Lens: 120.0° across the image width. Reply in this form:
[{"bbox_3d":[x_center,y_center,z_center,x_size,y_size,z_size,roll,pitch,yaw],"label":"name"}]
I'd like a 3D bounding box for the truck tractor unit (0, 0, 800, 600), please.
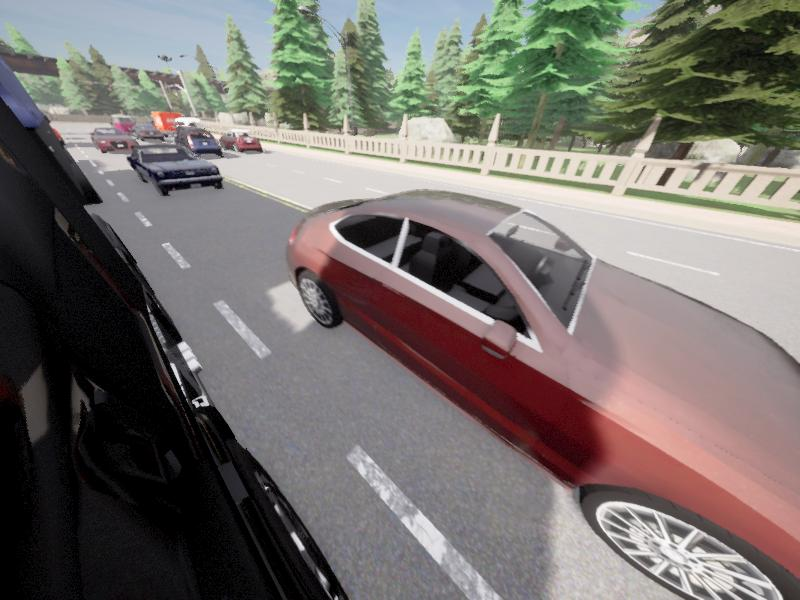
[{"bbox_3d":[-2.645,-0.295,0.351,6.516,4.208,3.053,28,44,30],"label":"truck tractor unit"}]

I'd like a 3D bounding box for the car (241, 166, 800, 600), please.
[{"bbox_3d":[0.795,-0.131,2.518,5.027,1.651,2.152,28,44,30],"label":"car"}]

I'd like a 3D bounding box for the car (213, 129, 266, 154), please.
[{"bbox_3d":[-13.097,-13.001,18.887,3.806,1.475,1.970,28,44,30],"label":"car"}]

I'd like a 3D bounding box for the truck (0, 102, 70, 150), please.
[{"bbox_3d":[-26.430,-12.294,16.299,5.204,2.467,2.627,28,44,30],"label":"truck"}]

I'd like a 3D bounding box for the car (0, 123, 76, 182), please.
[{"bbox_3d":[-16.236,-6.504,9.918,5.238,1.638,1.930,28,44,30],"label":"car"}]

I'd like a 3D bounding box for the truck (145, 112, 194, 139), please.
[{"bbox_3d":[-28.596,-21.699,28.664,5.204,2.467,2.627,28,44,30],"label":"truck"}]

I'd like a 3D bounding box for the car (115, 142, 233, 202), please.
[{"bbox_3d":[-8.529,-4.985,8.665,4.718,1.301,1.895,28,44,30],"label":"car"}]

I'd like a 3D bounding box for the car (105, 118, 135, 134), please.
[{"bbox_3d":[-38.095,-23.656,31.438,3.705,1.549,1.789,28,44,30],"label":"car"}]

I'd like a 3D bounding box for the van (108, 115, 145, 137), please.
[{"bbox_3d":[-33.677,-21.469,28.445,4.442,1.987,1.775,28,44,30],"label":"van"}]

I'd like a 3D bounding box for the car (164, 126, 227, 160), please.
[{"bbox_3d":[-13.911,-10.741,15.724,3.988,1.617,1.851,28,44,30],"label":"car"}]

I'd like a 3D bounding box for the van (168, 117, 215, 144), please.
[{"bbox_3d":[-22.230,-18.114,24.651,4.480,2.038,2.069,28,44,30],"label":"van"}]

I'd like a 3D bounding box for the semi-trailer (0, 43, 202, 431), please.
[{"bbox_3d":[-8.702,-3.605,4.220,14.254,4.402,2.717,28,44,30],"label":"semi-trailer"}]

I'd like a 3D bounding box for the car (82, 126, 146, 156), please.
[{"bbox_3d":[-19.622,-10.950,15.846,4.181,1.385,1.994,28,44,30],"label":"car"}]

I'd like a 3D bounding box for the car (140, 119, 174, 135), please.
[{"bbox_3d":[-34.355,-24.432,32.641,4.856,1.649,2.033,28,44,30],"label":"car"}]

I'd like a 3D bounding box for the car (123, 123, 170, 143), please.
[{"bbox_3d":[-25.945,-17.093,23.599,5.357,1.411,2.033,28,44,30],"label":"car"}]
